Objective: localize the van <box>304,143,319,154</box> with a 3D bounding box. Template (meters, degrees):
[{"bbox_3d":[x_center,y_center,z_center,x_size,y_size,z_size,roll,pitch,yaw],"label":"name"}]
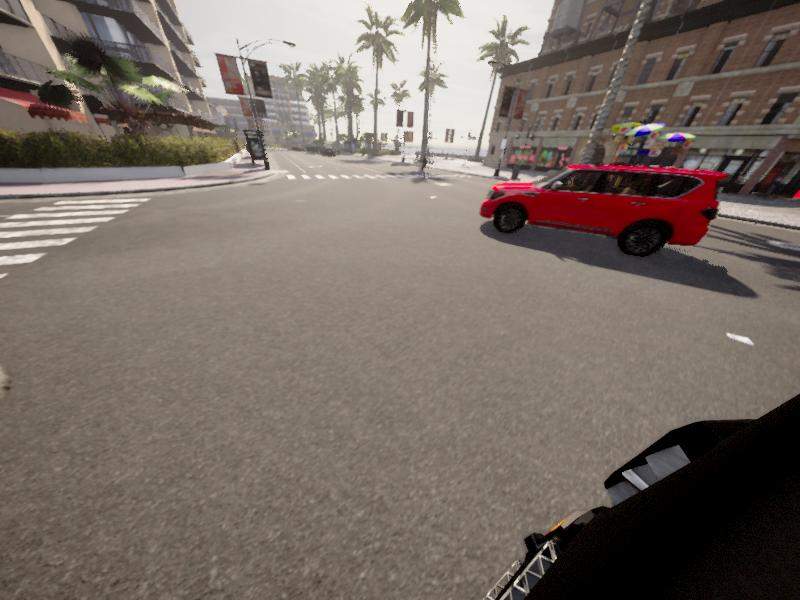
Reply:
[{"bbox_3d":[-21.803,-37.382,56.947,1.775,1.987,4.442,-22,41,-32],"label":"van"}]

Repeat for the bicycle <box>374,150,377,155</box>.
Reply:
[{"bbox_3d":[-6.753,-40.715,63.744,0.373,1.024,1.643,-14,37,-23],"label":"bicycle"}]

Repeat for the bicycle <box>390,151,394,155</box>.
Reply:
[{"bbox_3d":[-2.261,-41.802,65.729,0.373,1.024,1.643,-14,37,-23],"label":"bicycle"}]

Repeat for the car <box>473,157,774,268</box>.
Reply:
[{"bbox_3d":[5.451,-2.957,6.998,5.566,2.045,2.150,18,36,22],"label":"car"}]

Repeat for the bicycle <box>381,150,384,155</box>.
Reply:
[{"bbox_3d":[-4.955,-41.150,64.538,0.373,1.024,1.643,-14,37,-23],"label":"bicycle"}]

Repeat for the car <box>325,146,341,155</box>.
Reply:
[{"bbox_3d":[-15.996,-35.552,54.959,2.152,1.651,5.027,-17,39,-27],"label":"car"}]

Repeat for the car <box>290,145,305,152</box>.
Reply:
[{"bbox_3d":[-27.972,-41.405,63.090,4.181,1.385,1.994,30,42,34],"label":"car"}]

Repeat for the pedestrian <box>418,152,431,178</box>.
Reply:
[{"bbox_3d":[2.130,-11.845,20.289,0.751,1.860,0.751,-13,36,-22],"label":"pedestrian"}]

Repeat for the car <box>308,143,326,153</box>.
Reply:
[{"bbox_3d":[-22.290,-40.884,62.151,2.150,2.045,5.566,-25,42,-35],"label":"car"}]

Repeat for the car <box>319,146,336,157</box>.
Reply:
[{"bbox_3d":[-15.097,-30.845,47.876,2.242,1.667,4.611,-14,37,-24],"label":"car"}]

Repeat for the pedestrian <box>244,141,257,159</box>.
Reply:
[{"bbox_3d":[-18.285,-18.338,28.258,0.751,1.860,0.751,-11,36,-20],"label":"pedestrian"}]

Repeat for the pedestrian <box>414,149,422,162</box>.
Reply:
[{"bbox_3d":[2.991,-24.040,38.491,0.751,1.860,0.751,-19,39,-29],"label":"pedestrian"}]
